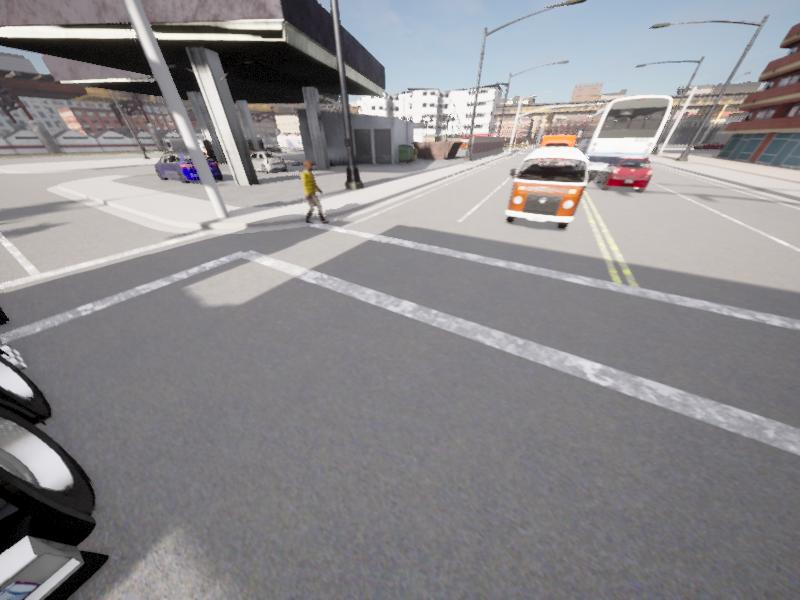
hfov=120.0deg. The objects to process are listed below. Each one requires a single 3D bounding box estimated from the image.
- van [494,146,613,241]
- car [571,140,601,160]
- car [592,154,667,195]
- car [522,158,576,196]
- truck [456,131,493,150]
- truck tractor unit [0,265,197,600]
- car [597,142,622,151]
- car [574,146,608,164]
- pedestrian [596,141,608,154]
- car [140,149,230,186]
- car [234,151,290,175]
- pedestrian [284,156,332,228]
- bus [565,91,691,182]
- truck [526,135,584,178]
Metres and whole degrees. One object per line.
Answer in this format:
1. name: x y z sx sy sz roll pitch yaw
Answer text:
1. van: 4.829 -3.831 7.677 2.069 2.038 4.480 17 38 23
2. car: 25.352 -20.703 31.729 2.150 2.045 5.566 16 38 22
3. car: 11.997 -6.861 12.413 1.845 1.501 3.633 17 39 24
4. car: 8.227 -6.987 12.833 1.895 1.301 4.718 17 39 24
5. truck: 19.497 -42.076 60.923 8.468 3.827 2.891 18 39 24
6. truck tractor unit: -5.113 -0.299 0.778 6.516 4.208 3.053 18 39 24
7. car: 46.587 -34.154 51.386 3.806 1.475 1.970 22 41 29
8. car: 21.471 -16.527 26.215 2.038 1.542 4.974 17 38 23
9. pedestrian: 33.970 -25.683 38.883 0.751 1.860 0.751 20 40 26
10. car: -13.627 -8.513 14.683 4.611 1.667 2.242 18 39 25
11. car: -11.420 -11.452 19.168 3.806 1.475 1.970 18 39 25
12. pedestrian: -2.705 -3.236 7.004 0.751 1.860 0.751 0 35 1
13. bus: 15.884 -12.186 17.647 3.944 4.253 10.273 18 39 24
14. truck: 11.765 -11.134 17.731 2.627 2.467 5.204 17 39 24
